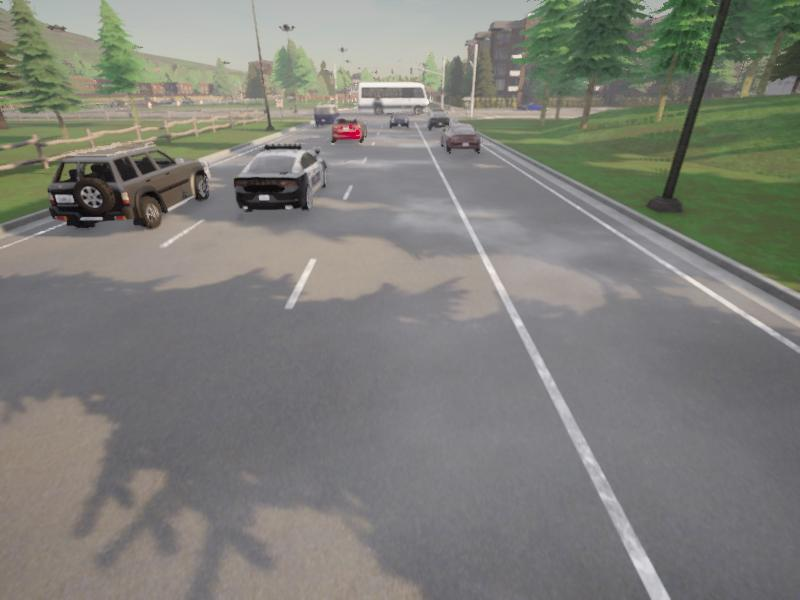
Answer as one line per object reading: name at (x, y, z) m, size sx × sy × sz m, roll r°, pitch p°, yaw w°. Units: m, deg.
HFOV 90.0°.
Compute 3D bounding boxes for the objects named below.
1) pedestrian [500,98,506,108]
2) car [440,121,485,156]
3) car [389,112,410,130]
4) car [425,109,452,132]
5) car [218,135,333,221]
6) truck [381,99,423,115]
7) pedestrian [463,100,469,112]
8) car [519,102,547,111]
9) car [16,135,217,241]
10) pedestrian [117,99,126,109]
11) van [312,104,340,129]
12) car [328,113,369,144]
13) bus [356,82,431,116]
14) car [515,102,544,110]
pedestrian at (20.779, -39.708, 80.562) m, size 0.751 × 1.860 × 0.751 m, roll -1°, pitch 27°, yaw -2°
car at (3.469, -9.395, 23.073) m, size 1.812 × 1.442 × 4.674 m, roll 0°, pitch 27°, yaw 0°
car at (-0.047, -17.162, 38.222) m, size 1.895 × 1.301 × 4.718 m, roll 0°, pitch 27°, yaw 0°
car at (3.454, -16.416, 36.391) m, size 1.930 × 1.638 × 5.238 m, roll 0°, pitch 27°, yaw 0°
car at (-3.518, -4.024, 12.546) m, size 1.930 × 1.638 × 5.238 m, roll 0°, pitch 28°, yaw 0°
truck at (0.350, -29.603, 61.321) m, size 6.274 × 2.098 × 2.390 m, roll 0°, pitch 27°, yaw 0°
pedestrian at (11.368, -33.540, 69.058) m, size 0.751 × 1.860 × 0.751 m, roll -2°, pitch 28°, yaw -4°
car at (23.846, -34.695, 71.672) m, size 4.193 × 1.474 × 1.816 m, roll 0°, pitch 27°, yaw 0°
car at (-7.016, -3.233, 10.783) m, size 1.932 × 1.855 × 4.605 m, roll 0°, pitch 27°, yaw 0°
pedestrian at (-58.215, -41.089, 83.674) m, size 0.751 × 1.860 × 0.751 m, roll 5°, pitch 28°, yaw 9°
van at (-7.049, -17.768, 38.681) m, size 1.775 × 1.987 × 4.442 m, roll 0°, pitch 27°, yaw 0°
car at (-3.538, -12.218, 28.306) m, size 2.242 × 1.667 × 4.611 m, roll 0°, pitch 27°, yaw 0°
bus at (-0.859, -29.001, 57.834) m, size 10.273 × 4.253 × 3.944 m, roll 0°, pitch 27°, yaw 0°
car at (24.190, -36.231, 74.824) m, size 4.718 × 1.301 × 1.895 m, roll 0°, pitch 27°, yaw 0°
